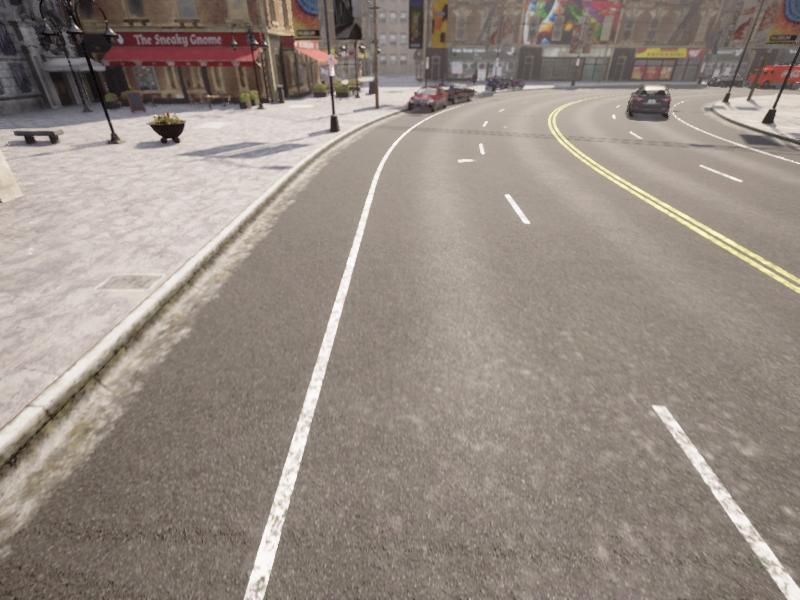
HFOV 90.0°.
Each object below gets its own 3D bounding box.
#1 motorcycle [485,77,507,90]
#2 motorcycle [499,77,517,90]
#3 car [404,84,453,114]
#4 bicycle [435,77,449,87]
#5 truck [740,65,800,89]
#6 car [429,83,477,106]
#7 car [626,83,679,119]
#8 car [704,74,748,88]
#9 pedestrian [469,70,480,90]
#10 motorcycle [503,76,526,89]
[{"bbox_3d":[10.464,-23.657,43.711,2.209,1.251,0.867,6,31,9],"label":"motorcycle"},{"bbox_3d":[12.009,-24.065,44.452,1.805,1.236,0.856,6,31,9],"label":"motorcycle"},{"bbox_3d":[2.042,-13.940,27.593,2.002,1.452,4.674,11,33,18],"label":"car"},{"bbox_3d":[5.106,-26.660,48.942,1.643,1.024,0.373,1,21,1],"label":"bicycle"},{"bbox_3d":[45.475,-27.107,48.685,5.204,2.467,2.627,-1,31,-2],"label":"truck"},{"bbox_3d":[4.319,-16.579,32.142,1.895,1.301,4.718,17,35,26],"label":"car"},{"bbox_3d":[15.939,-12.788,25.514,2.242,1.667,4.611,13,33,21],"label":"car"},{"bbox_3d":[42.163,-28.382,51.849,3.806,1.475,1.970,-3,31,-5],"label":"car"},{"bbox_3d":[8.083,-23.852,43.386,0.751,1.860,0.751,23,38,33],"label":"pedestrian"},{"bbox_3d":[12.957,-24.574,45.248,2.356,1.277,0.764,6,31,9],"label":"motorcycle"}]
